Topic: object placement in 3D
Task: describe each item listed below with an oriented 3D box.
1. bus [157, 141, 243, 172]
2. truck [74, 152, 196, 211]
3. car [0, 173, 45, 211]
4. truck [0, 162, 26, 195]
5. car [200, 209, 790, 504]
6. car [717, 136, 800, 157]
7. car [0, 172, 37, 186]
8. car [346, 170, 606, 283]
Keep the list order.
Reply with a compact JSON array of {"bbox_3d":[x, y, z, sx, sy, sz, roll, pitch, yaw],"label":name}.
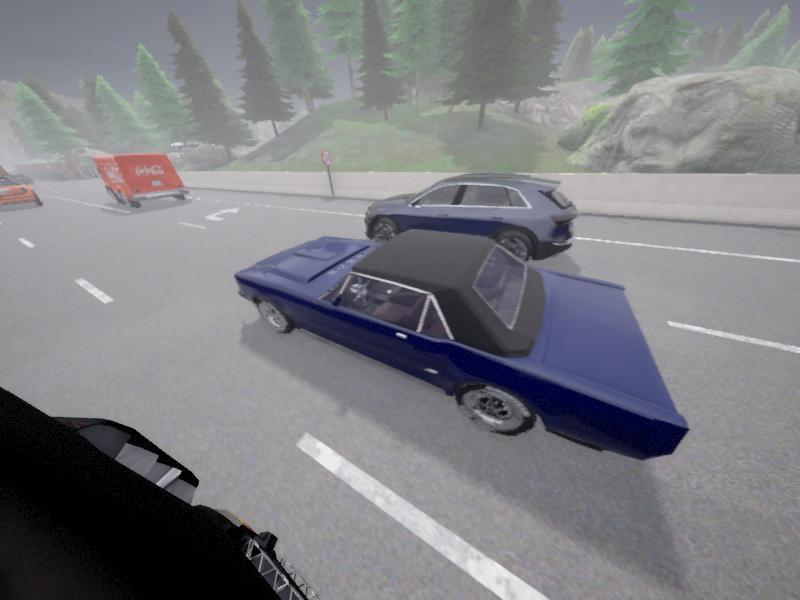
[{"bbox_3d":[-35.637,-26.190,41.989,3.944,4.253,10.273,16,38,26],"label":"bus"},{"bbox_3d":[-15.154,-6.926,13.329,5.204,2.467,2.627,16,38,25],"label":"truck"},{"bbox_3d":[-25.137,-6.907,14.656,4.553,1.767,2.097,19,39,30],"label":"car"},{"bbox_3d":[-40.638,-12.251,22.044,8.468,3.827,2.891,15,38,25],"label":"truck"},{"bbox_3d":[0.002,-0.117,2.975,4.718,1.301,1.895,15,38,25],"label":"car"},{"bbox_3d":[36.418,-15.663,23.506,2.038,1.542,4.974,3,34,8],"label":"car"},{"bbox_3d":[-53.675,-16.959,32.254,4.792,1.488,2.163,14,37,24],"label":"car"},{"bbox_3d":[1.381,-2.086,5.547,4.856,1.649,2.033,15,38,25],"label":"car"}]
